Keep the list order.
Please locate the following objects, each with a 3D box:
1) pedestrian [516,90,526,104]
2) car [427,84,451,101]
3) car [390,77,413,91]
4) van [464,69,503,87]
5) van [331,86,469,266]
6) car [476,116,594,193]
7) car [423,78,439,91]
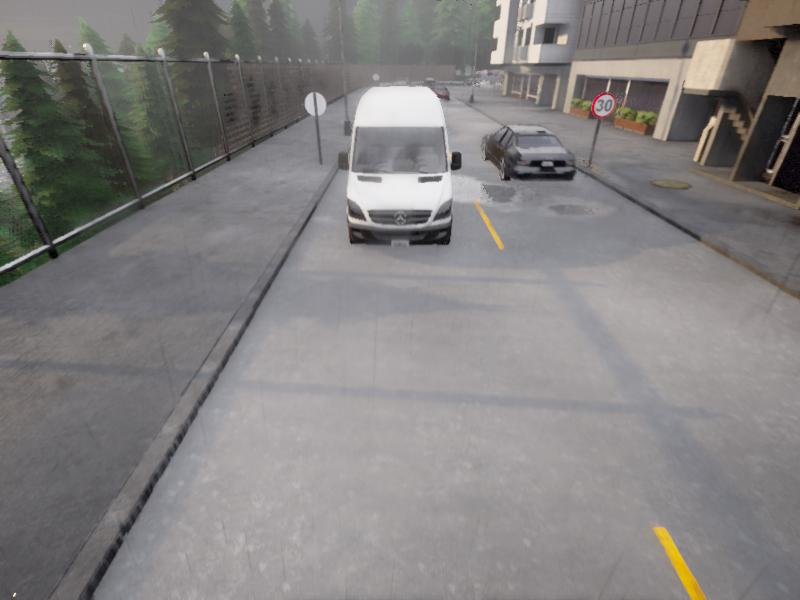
[{"bbox_3d":[10.642,-17.802,35.112,0.500,1.100,0.500,-4,31,-7],"label":"pedestrian"},{"bbox_3d":[3.999,-21.592,41.525,1.994,1.385,4.181,0,30,0],"label":"car"},{"bbox_3d":[0.256,-31.813,58.735,2.152,1.651,5.027,7,31,13],"label":"car"},{"bbox_3d":[13.874,-37.091,66.848,5.915,2.561,1.988,-1,30,-2],"label":"van"},{"bbox_3d":[-0.004,-3.203,8.950,1.988,2.561,5.915,0,30,0],"label":"van"},{"bbox_3d":[4.001,-4.929,13.034,2.033,1.411,5.357,0,30,0],"label":"car"},{"bbox_3d":[4.528,-31.551,58.419,1.837,1.490,4.892,4,31,8],"label":"car"}]
